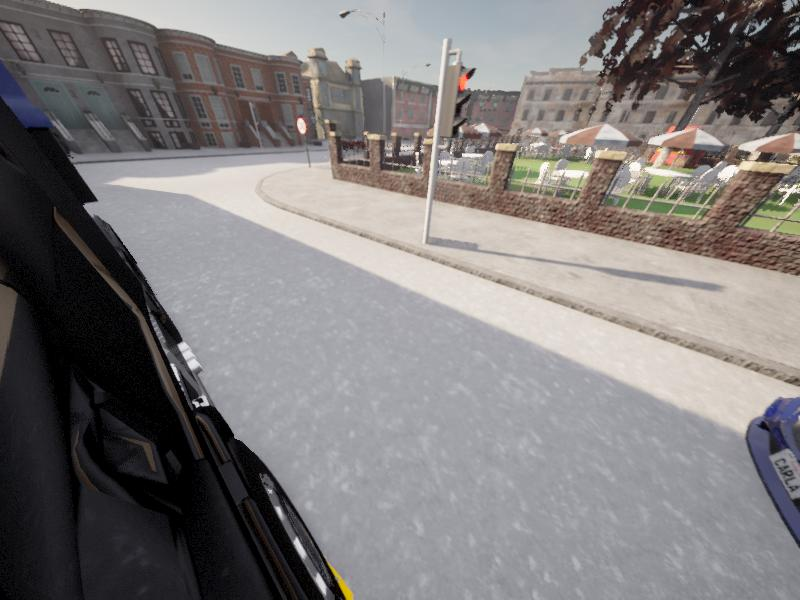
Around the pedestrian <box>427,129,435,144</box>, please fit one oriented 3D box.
[{"bbox_3d":[4.971,-25.946,36.736,0.751,1.860,0.751,24,42,26],"label":"pedestrian"}]

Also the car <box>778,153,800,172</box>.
[{"bbox_3d":[43.163,-13.772,23.442,4.514,1.525,2.007,25,42,27],"label":"car"}]

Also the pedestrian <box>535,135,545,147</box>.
[{"bbox_3d":[25.364,-28.808,41.838,0.751,1.860,0.751,28,43,29],"label":"pedestrian"}]

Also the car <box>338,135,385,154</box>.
[{"bbox_3d":[-3.736,-15.712,23.246,1.895,1.301,4.718,25,42,27],"label":"car"}]

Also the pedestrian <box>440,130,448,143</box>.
[{"bbox_3d":[7.716,-28.714,40.594,0.751,1.860,0.751,-8,38,-14],"label":"pedestrian"}]

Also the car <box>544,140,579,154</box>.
[{"bbox_3d":[23.690,-22.569,33.960,3.806,1.475,1.970,23,42,25],"label":"car"}]

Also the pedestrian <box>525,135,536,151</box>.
[{"bbox_3d":[18.241,-21.982,32.301,0.751,1.860,0.751,25,42,27],"label":"pedestrian"}]

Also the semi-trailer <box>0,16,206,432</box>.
[{"bbox_3d":[-8.935,-3.435,3.977,14.254,4.402,2.717,25,42,27],"label":"semi-trailer"}]

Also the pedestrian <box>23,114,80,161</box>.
[{"bbox_3d":[-17.378,-8.120,11.594,0.751,1.860,0.751,31,45,32],"label":"pedestrian"}]

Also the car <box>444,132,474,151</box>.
[{"bbox_3d":[8.001,-21.336,30.996,1.932,1.855,4.605,25,43,27],"label":"car"}]

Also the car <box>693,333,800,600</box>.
[{"bbox_3d":[4.499,1.788,0.352,4.674,1.442,1.812,24,42,26],"label":"car"}]

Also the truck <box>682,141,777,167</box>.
[{"bbox_3d":[40.441,-18.265,28.773,6.274,2.098,2.390,24,42,26],"label":"truck"}]

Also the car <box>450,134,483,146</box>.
[{"bbox_3d":[11.119,-26.657,38.556,5.008,1.535,1.882,-17,41,-24],"label":"car"}]

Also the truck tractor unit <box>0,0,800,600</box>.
[{"bbox_3d":[-2.645,-0.295,0.352,6.516,4.208,3.053,28,44,30],"label":"truck tractor unit"}]
